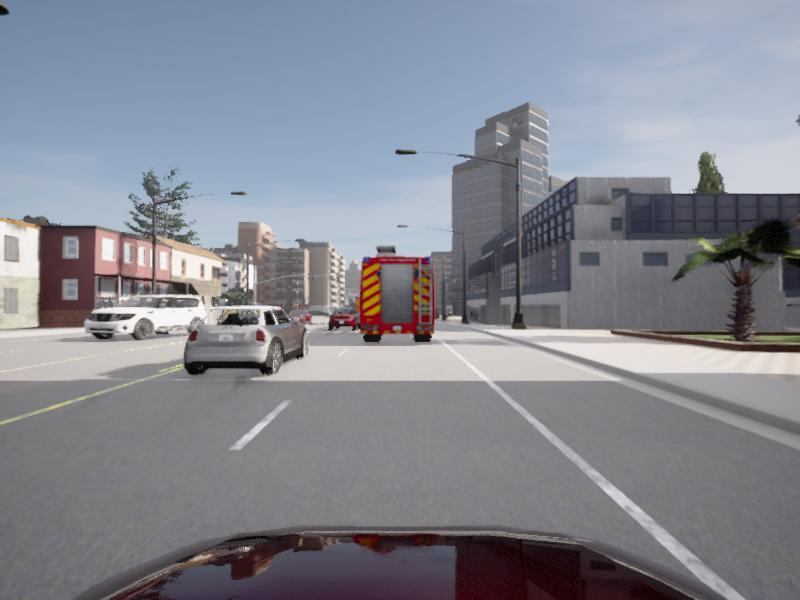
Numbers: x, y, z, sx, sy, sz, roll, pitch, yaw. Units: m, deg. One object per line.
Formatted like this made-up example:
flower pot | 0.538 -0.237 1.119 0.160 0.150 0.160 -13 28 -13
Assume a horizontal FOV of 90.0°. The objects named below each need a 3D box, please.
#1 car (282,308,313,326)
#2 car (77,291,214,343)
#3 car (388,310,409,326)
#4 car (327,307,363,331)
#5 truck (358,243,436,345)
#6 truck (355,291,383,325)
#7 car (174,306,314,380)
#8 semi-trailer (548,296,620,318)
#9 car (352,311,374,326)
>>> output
car | -10.653 1.776 41.988 2.097 1.767 4.553 0 -2 0
car | -11.400 0.743 18.615 2.150 2.045 5.566 0 -1 10
car | -0.158 1.832 40.251 2.038 1.542 4.974 0 -2 0
car | -3.593 1.261 26.621 1.816 1.474 4.193 0 -2 0
truck | -0.086 -0.134 19.142 2.891 3.827 8.468 0 -1 0
truck | -3.790 1.083 50.254 2.891 3.827 8.468 0 -2 0
car | -3.553 0.885 9.962 1.970 1.475 3.806 0 -1 0
semi-trailer | 39.732 1.566 86.456 14.254 4.402 2.717 0 -4 -2
car | -3.687 1.908 41.017 1.812 1.442 4.674 0 -3 0
